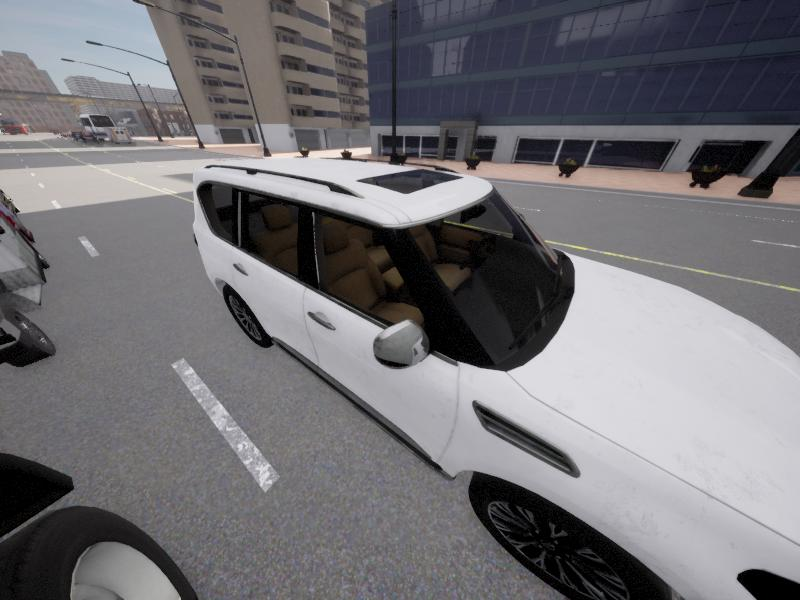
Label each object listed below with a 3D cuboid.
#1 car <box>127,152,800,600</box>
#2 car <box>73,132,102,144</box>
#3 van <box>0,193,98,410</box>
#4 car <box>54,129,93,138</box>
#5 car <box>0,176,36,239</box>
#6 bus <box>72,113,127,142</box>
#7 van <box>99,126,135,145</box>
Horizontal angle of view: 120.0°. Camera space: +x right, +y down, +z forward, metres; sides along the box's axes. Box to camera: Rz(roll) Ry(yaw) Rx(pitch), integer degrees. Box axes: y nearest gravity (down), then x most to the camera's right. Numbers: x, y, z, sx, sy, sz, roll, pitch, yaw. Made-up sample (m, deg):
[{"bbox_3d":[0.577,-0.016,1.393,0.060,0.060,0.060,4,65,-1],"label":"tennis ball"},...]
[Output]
[{"bbox_3d":[-0.020,-0.211,2.438,5.566,2.045,2.150,23,41,28],"label":"car"},{"bbox_3d":[-56.379,-29.257,41.687,4.902,1.511,2.128,24,42,27],"label":"car"},{"bbox_3d":[-6.908,-0.728,2.805,6.366,2.431,2.351,22,41,28],"label":"van"},{"bbox_3d":[-77.139,-39.350,54.654,2.242,1.667,4.611,11,37,13],"label":"car"},{"bbox_3d":[-12.932,-2.857,6.571,4.902,1.511,2.128,23,41,28],"label":"car"},{"bbox_3d":[-60.725,-34.804,46.658,10.273,4.253,3.944,24,41,27],"label":"bus"},{"bbox_3d":[-51.769,-30.141,42.303,6.366,2.431,2.351,24,42,27],"label":"van"}]
